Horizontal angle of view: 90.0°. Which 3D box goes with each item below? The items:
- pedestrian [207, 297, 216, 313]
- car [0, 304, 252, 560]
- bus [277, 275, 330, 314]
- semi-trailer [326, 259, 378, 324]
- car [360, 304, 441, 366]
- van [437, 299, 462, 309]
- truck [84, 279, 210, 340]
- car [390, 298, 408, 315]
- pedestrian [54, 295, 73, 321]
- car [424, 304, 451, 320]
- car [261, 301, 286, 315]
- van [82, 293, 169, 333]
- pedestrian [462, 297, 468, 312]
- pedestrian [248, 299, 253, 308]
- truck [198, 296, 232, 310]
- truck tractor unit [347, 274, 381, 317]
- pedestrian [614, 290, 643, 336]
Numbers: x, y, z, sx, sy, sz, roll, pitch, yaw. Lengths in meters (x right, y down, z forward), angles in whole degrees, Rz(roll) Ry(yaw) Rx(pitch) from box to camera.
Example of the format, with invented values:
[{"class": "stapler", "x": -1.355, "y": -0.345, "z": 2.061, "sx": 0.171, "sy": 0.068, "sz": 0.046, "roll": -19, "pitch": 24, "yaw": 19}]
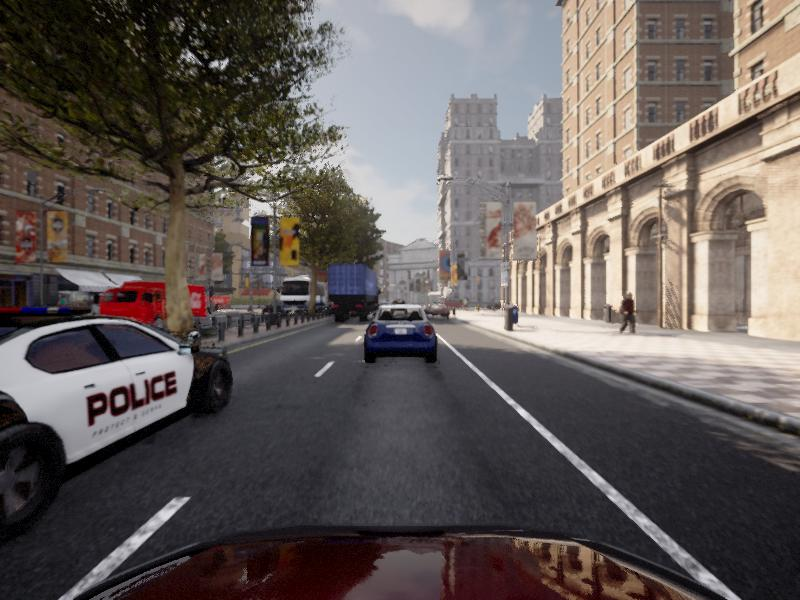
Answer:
[{"class": "pedestrian", "x": -22.331, "y": 0.585, "z": 47.349, "sx": 0.751, "sy": 1.860, "sz": 0.751, "roll": 0, "pitch": 0, "yaw": -10}, {"class": "car", "x": -3.502, "y": 0.838, "z": 4.211, "sx": 2.038, "sy": 1.542, "sz": 4.974, "roll": 0, "pitch": 0, "yaw": 0}, {"class": "bus", "x": -11.403, "y": -0.418, "z": 48.515, "sx": 3.944, "sy": 4.253, "sz": 10.273, "roll": 0, "pitch": -2, "yaw": 0}, {"class": "semi-trailer", "x": -3.636, "y": -0.545, "z": 34.154, "sx": 2.717, "sy": 4.402, "sz": 14.254, "roll": 0, "pitch": 0, "yaw": 0}, {"class": "car", "x": 0.008, "y": 0.878, "z": 11.687, "sx": 1.970, "sy": 1.475, "sz": 3.806, "roll": 0, "pitch": 0, "yaw": 0}, {"class": "van", "x": 9.379, "y": 0.759, "z": 75.773, "sx": 4.442, "sy": 1.987, "sz": 1.775, "roll": 0, "pitch": 0, "yaw": 0}, {"class": "truck", "x": -11.477, "y": 0.404, "z": 18.804, "sx": 2.627, "sy": 2.467, "sz": 5.204, "roll": 0, "pitch": -1, "yaw": 0}, {"class": "car", "x": -0.076, "y": 0.749, "z": 46.371, "sx": 1.932, "sy": 1.855, "sz": 4.605, "roll": 0, "pitch": 0, "yaw": 1}, {"class": "pedestrian", "x": -24.041, "y": 0.545, "z": 28.568, "sx": 0.751, "sy": 1.860, "sz": 0.751, "roll": 0, "pitch": 0, "yaw": 3}, {"class": "car", "x": 3.232, "y": 1.013, "z": 35.299, "sx": 1.895, "sy": 1.301, "sz": 4.718, "roll": 0, "pitch": 0, "yaw": 0}, {"class": "car", "x": -15.024, "y": 0.928, "z": 47.596, "sx": 1.845, "sy": 1.501, "sz": 3.633, "roll": 0, "pitch": 0, "yaw": 0}, {"class": "van", "x": -14.977, "y": 0.646, "z": 22.164, "sx": 1.775, "sy": 1.987, "sz": 4.442, "roll": 0, "pitch": 0, "yaw": 0}, {"class": "pedestrian", "x": 8.654, "y": 0.597, "z": 53.146, "sx": 0.751, "sy": 1.860, "sz": 0.751, "roll": 0, "pitch": 0, "yaw": 7}, {"class": "pedestrian", "x": -31.576, "y": 0.663, "z": 84.728, "sx": 0.751, "sy": 1.860, "sz": 0.751, "roll": 0, "pitch": 0, "yaw": 0}, {"class": "truck", "x": -34.935, "y": 0.523, "z": 75.504, "sx": 5.204, "sy": 2.467, "sz": 2.627, "roll": 0, "pitch": 0, "yaw": 0}, {"class": "truck tractor unit", "x": -3.642, "y": -0.432, "z": 42.064, "sx": 3.053, "sy": 4.208, "sz": 6.516, "roll": 0, "pitch": 0, "yaw": 0}, {"class": "pedestrian", "x": 9.365, "y": 0.520, "z": 16.398, "sx": 0.751, "sy": 1.860, "sz": 0.751, "roll": 0, "pitch": 0, "yaw": -5}]
